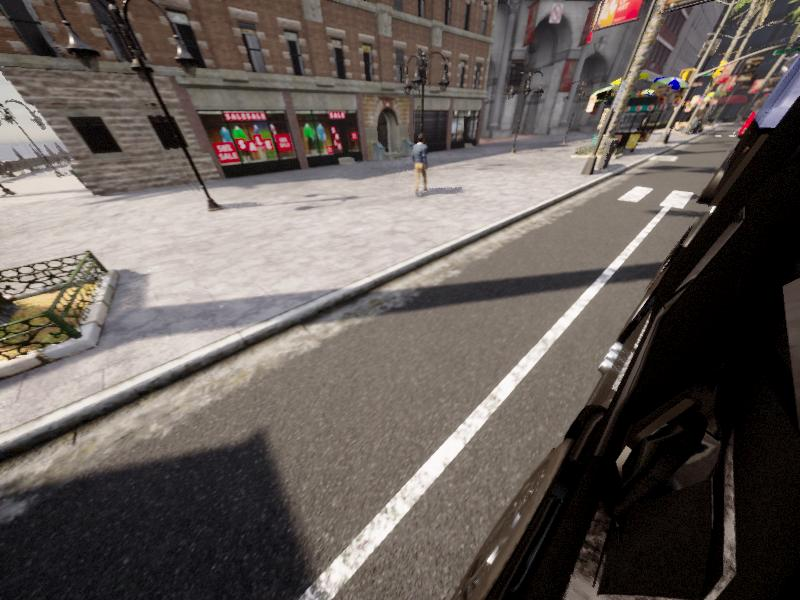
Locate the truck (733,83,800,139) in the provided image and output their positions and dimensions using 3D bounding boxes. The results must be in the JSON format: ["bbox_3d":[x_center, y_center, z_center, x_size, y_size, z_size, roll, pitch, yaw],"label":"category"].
[{"bbox_3d":[36.219,-18.109,22.295,8.468,3.827,2.891,-28,44,-30],"label":"truck"}]

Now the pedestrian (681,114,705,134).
[{"bbox_3d":[34.488,-20.701,27.202,0.751,1.860,0.751,-6,37,-5],"label":"pedestrian"}]

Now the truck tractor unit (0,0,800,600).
[{"bbox_3d":[2.645,-0.295,0.352,6.516,4.208,3.053,-28,44,-30],"label":"truck tractor unit"}]

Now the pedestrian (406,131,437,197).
[{"bbox_3d":[0.733,-4.701,8.019,0.751,1.860,0.751,17,41,25],"label":"pedestrian"}]

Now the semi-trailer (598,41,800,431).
[{"bbox_3d":[8.694,-3.612,4.228,14.254,4.402,2.717,-28,44,-30],"label":"semi-trailer"}]
